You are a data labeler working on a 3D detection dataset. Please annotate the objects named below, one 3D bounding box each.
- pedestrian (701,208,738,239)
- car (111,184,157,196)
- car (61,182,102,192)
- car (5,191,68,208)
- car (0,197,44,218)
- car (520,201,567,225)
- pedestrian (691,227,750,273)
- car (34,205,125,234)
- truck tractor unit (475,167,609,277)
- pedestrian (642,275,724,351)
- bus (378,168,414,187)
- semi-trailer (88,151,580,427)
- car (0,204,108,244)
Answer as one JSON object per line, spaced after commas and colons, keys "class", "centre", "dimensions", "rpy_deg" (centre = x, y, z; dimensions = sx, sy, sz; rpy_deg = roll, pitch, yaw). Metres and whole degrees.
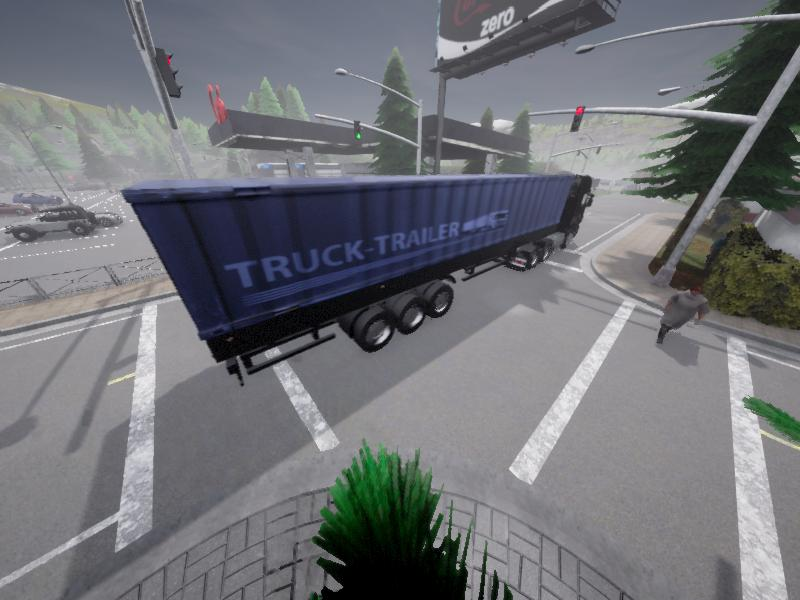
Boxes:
{"class": "pedestrian", "centre": [21.775, -5.203, 15.772], "dimensions": [0.751, 1.860, 0.751], "rpy_deg": [-22, 37, -33]}
{"class": "car", "centre": [-47.482, -19.774, 41.410], "dimensions": [5.027, 1.636, 2.152], "rpy_deg": [-23, 37, -34]}
{"class": "car", "centre": [-68.397, -24.402, 49.786], "dimensions": [4.792, 1.488, 2.163], "rpy_deg": [-23, 37, -34]}
{"class": "car", "centre": [-45.788, -12.777, 29.270], "dimensions": [3.633, 1.501, 1.845], "rpy_deg": [-23, 37, -34]}
{"class": "car", "centre": [-39.420, -8.945, 22.590], "dimensions": [4.514, 1.523, 2.007], "rpy_deg": [-23, 37, -34]}
{"class": "car", "centre": [13.323, -8.082, 21.356], "dimensions": [4.674, 1.442, 1.812], "rpy_deg": [-22, 36, -34]}
{"class": "pedestrian", "centre": [14.765, -2.325, 10.716], "dimensions": [0.751, 1.860, 0.751], "rpy_deg": [19, 35, 29]}
{"class": "car", "centre": [-25.501, -6.610, 18.671], "dimensions": [3.806, 1.475, 1.970], "rpy_deg": [-23, 37, -34]}
{"class": "truck tractor unit", "centre": [7.622, -4.648, 12.600], "dimensions": [6.516, 4.208, 3.053], "rpy_deg": [-25, 38, -32]}
{"class": "pedestrian", "centre": [7.790, 0.368, 6.446], "dimensions": [0.751, 1.860, 0.751], "rpy_deg": [-23, 37, -35]}
{"class": "bus", "centre": [-1.200, -32.553, 61.130], "dimensions": [3.944, 4.253, 10.273], "rpy_deg": [-22, 37, -33]}
{"class": "semi-trailer", "centre": [1.590, -2.219, 8.199], "dimensions": [14.254, 4.402, 2.717], "rpy_deg": [-22, 36, -34]}
{"class": "car", "centre": [-23.841, -5.383, 15.979], "dimensions": [3.866, 1.878, 1.905], "rpy_deg": [-23, 37, -34]}
